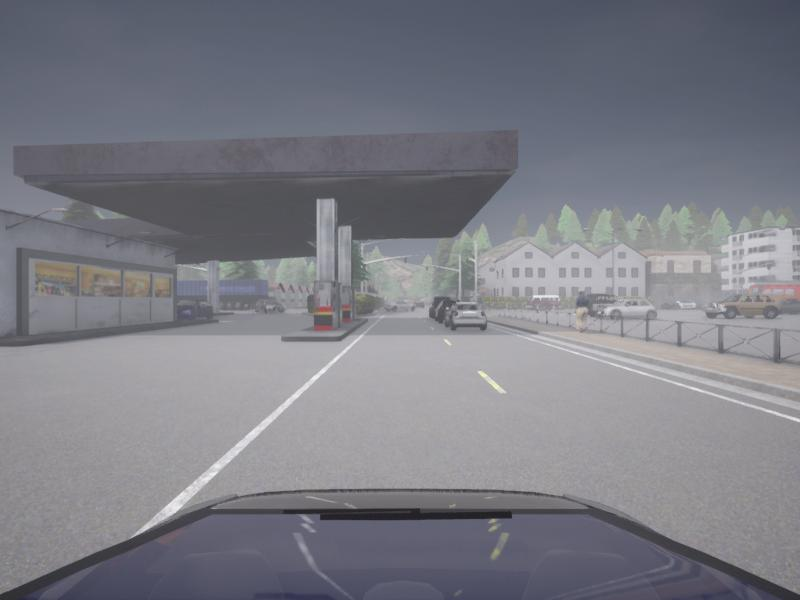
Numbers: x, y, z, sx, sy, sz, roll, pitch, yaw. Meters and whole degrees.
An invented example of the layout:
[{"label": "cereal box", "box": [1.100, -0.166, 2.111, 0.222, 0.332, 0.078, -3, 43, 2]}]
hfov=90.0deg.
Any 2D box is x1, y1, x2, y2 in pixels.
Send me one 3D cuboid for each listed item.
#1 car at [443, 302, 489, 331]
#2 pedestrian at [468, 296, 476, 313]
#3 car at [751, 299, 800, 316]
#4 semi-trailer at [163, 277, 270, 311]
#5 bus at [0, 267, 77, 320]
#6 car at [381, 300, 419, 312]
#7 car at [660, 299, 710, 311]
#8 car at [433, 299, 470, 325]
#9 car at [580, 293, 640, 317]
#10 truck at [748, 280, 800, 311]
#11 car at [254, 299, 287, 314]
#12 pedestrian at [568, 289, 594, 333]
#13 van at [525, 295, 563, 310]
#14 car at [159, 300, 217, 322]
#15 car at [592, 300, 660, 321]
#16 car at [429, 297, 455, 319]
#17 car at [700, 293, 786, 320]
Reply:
[{"label": "car", "box": [3.559, 0.853, 22.210, 1.970, 1.475, 3.806, 0, 0, 0]}, {"label": "pedestrian", "box": [7.651, 0.485, 42.474, 0.751, 1.860, 0.751, 0, 0, 0]}, {"label": "car", "box": [34.723, 0.642, 35.957, 4.514, 1.523, 2.007, 0, 0, 0]}, {"label": "semi-trailer", "box": [-25.333, -0.793, 55.312, 14.254, 4.402, 2.717, -1, 0, 9]}, {"label": "bus", "box": [-33.989, -0.535, 34.428, 3.944, 4.253, 10.273, 0, 0, 0]}, {"label": "car", "box": [0.015, 0.807, 53.201, 4.674, 1.442, 1.812, -1, 0, -30]}, {"label": "car", "box": [36.560, 0.632, 51.380, 4.974, 1.542, 2.038, 0, 0, 0]}, {"label": "car", "box": [3.572, 0.778, 28.533, 2.033, 1.649, 4.856, 0, 0, 0]}, {"label": "car", "box": [16.857, 0.421, 32.239, 3.866, 1.878, 1.905, 0, 0, 0]}, {"label": "truck", "box": [50.354, -0.516, 51.168, 8.468, 3.827, 2.891, 0, 0, 14]}, {"label": "car", "box": [-15.267, 0.734, 47.020, 2.242, 1.667, 4.611, 0, 1, -37]}, {"label": "pedestrian", "box": [7.821, 0.485, 17.305, 0.751, 1.860, 0.751, 0, 0, -1]}, {"label": "van", "box": [19.682, 0.380, 54.917, 4.480, 2.038, 2.069, 0, 0, -4]}, {"label": "car", "box": [-17.145, 0.824, 32.665, 2.242, 1.667, 4.611, 0, 0, 0]}, {"label": "car", "box": [16.258, 0.705, 28.912, 3.806, 1.475, 1.970, 0, 0, 0]}, {"label": "car", "box": [3.589, 0.647, 34.986, 1.905, 1.878, 3.866, 0, 0, 0]}, {"label": "car", "box": [24.737, 0.441, 28.980, 4.605, 1.855, 1.932, 0, 0, 0]}]
